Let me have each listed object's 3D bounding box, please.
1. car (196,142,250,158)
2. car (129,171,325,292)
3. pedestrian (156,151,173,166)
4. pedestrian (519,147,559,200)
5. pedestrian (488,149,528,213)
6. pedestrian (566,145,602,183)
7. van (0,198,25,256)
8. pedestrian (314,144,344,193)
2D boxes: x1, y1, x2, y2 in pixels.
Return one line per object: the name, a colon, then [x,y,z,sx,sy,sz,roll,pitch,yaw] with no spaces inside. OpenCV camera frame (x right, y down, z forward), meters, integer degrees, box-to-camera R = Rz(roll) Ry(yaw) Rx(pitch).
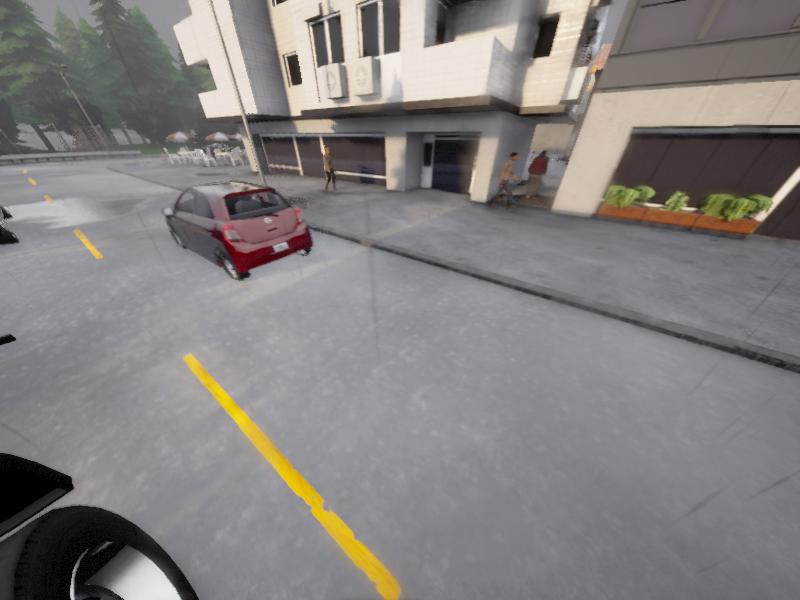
car: [-23.752,-20.394,31.308,1.930,1.638,5.238,22,40,28]
car: [-3.755,-1.796,5.117,3.633,1.501,1.845,22,40,28]
pedestrian: [-20.387,-12.251,20.008,0.500,1.100,0.500,23,41,29]
pedestrian: [5.813,-5.315,9.751,0.751,1.860,0.751,28,44,34]
pedestrian: [3.730,-4.149,8.076,0.751,1.860,0.751,18,39,23]
pedestrian: [10.615,-7.863,13.380,0.751,1.860,0.751,-11,37,-16]
van: [-12.052,-2.751,5.537,5.915,2.561,1.988,22,41,28]
pedestrian: [-3.241,-6.059,10.681,0.751,1.860,0.751,21,40,26]
